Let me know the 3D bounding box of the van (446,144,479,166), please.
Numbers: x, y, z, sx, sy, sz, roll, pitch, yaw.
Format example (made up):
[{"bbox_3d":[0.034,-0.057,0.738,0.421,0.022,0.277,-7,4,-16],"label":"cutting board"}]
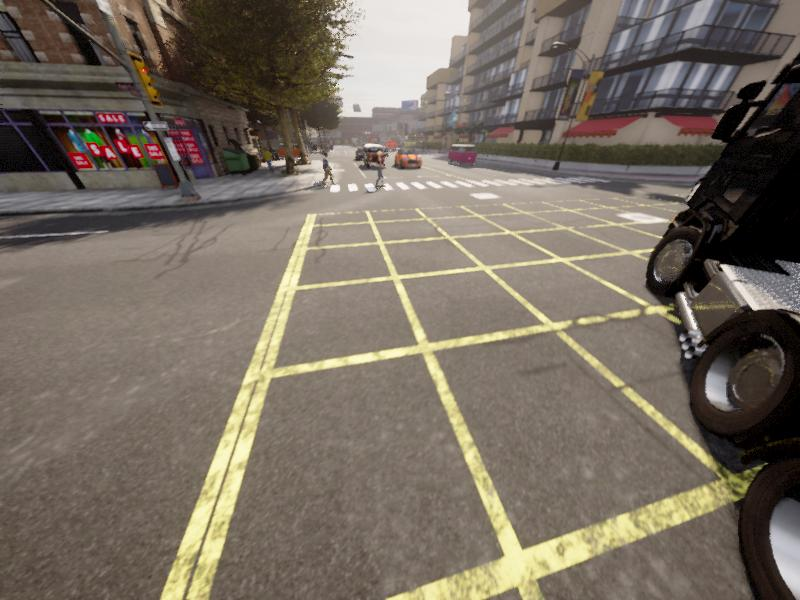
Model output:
[{"bbox_3d":[7.224,-17.068,27.133,1.775,1.987,4.442,-7,35,-10],"label":"van"}]

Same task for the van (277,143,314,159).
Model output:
[{"bbox_3d":[-15.848,-22.674,35.236,4.442,1.987,1.775,0,35,0],"label":"van"}]

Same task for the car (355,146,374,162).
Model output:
[{"bbox_3d":[-5.100,-20.868,32.953,2.152,1.651,5.027,-7,35,-10],"label":"car"}]

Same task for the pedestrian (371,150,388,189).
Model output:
[{"bbox_3d":[-1.141,-7.350,13.057,0.751,1.860,0.751,-8,35,-11],"label":"pedestrian"}]

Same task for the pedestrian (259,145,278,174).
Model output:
[{"bbox_3d":[-9.986,-10.694,17.632,0.751,1.860,0.751,-13,37,-18],"label":"pedestrian"}]

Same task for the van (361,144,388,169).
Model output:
[{"bbox_3d":[-2.740,-15.084,24.180,2.069,2.038,4.480,-7,35,-11],"label":"van"}]

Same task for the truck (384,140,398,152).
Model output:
[{"bbox_3d":[-2.490,-41.745,62.555,2.627,2.467,5.204,-7,35,-10],"label":"truck"}]

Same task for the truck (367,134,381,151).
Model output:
[{"bbox_3d":[-7.797,-46.656,68.483,2.891,3.827,8.468,-7,35,-10],"label":"truck"}]

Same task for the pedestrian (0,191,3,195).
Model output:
[{"bbox_3d":[-19.202,-5.534,10.111,0.751,1.860,0.751,-6,35,-9],"label":"pedestrian"}]

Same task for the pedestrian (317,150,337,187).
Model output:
[{"bbox_3d":[-4.310,-7.791,13.692,0.751,1.860,0.751,-4,35,-6],"label":"pedestrian"}]

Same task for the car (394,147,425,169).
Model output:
[{"bbox_3d":[0.851,-14.971,24.241,2.097,1.767,4.553,-7,35,-10],"label":"car"}]

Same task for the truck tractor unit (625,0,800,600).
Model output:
[{"bbox_3d":[4.570,-0.643,1.275,3.053,4.208,6.516,23,41,29],"label":"truck tractor unit"}]
